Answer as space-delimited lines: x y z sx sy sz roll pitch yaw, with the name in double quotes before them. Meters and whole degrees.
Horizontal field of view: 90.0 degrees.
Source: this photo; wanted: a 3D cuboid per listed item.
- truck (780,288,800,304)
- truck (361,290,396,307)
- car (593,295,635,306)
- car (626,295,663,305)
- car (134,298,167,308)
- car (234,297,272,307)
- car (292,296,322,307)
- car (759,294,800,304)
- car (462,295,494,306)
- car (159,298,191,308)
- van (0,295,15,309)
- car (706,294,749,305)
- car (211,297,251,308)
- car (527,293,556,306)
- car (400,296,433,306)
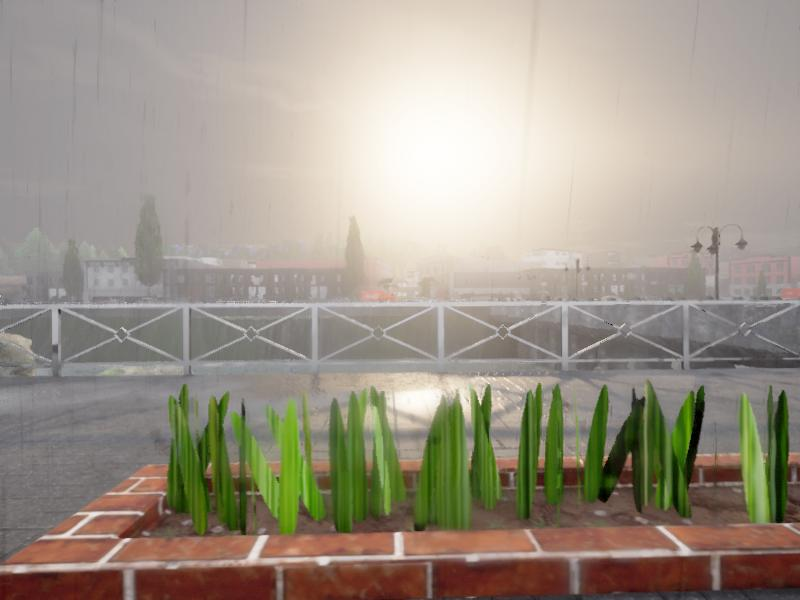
"truck" 63.238 -0.597 62.467 5.204 2.467 2.627 0 0 -2
"truck" -3.205 -0.205 60.505 5.204 2.467 2.627 -1 0 -1
"car" 32.771 0.040 61.320 5.366 1.575 1.801 0 0 -2
"car" 40.133 0.019 65.727 5.008 1.535 1.882 0 0 -2
"car" -37.132 0.468 59.600 3.806 1.475 1.970 0 0 0
"car" -23.386 0.312 63.767 5.238 1.638 1.930 0 0 -1
"car" -14.024 0.278 60.347 3.988 1.617 1.851 0 0 0
"car" 63.078 -0.154 66.435 5.238 1.638 1.930 0 0 -2
"car" 12.547 0.124 64.711 4.856 1.649 2.033 -1 0 0
"car" -35.619 0.461 63.395 3.806 1.475 1.970 0 0 -1
"van" -59.735 0.311 58.709 4.480 2.038 2.069 0 0 -2
"car" 50.727 -0.064 62.058 4.974 1.542 2.038 0 0 -2
"car" -25.323 0.322 59.971 5.238 1.638 1.930 0 0 1
"car" 21.630 -0.056 61.240 3.866 1.878 1.905 -1 0 -1
"car" 2.657 0.172 64.385 5.238 1.638 1.930 0 0 0
